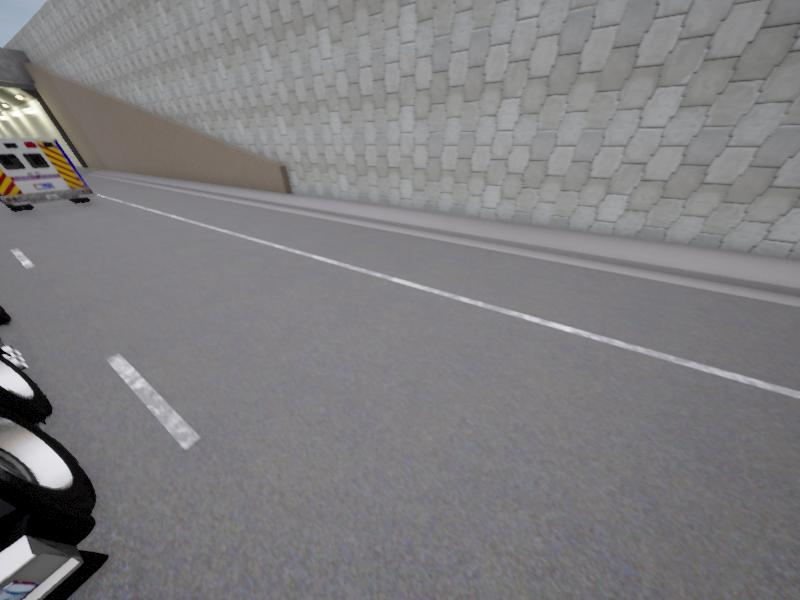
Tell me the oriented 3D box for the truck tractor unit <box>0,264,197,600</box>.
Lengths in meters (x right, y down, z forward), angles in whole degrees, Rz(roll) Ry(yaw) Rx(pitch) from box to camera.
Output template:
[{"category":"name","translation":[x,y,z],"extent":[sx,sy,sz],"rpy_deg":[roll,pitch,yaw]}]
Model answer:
[{"category":"truck tractor unit","translation":[-5.122,-0.285,0.785],"extent":[6.516,4.208,3.053],"rpy_deg":[18,39,24]}]

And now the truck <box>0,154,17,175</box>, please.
[{"category":"truck","translation":[-38.673,-13.319,20.282],"extent":[8.468,3.827,2.891],"rpy_deg":[18,39,24]}]

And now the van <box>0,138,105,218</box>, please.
[{"category":"van","translation":[-16.425,-5.530,10.041],"extent":[6.366,2.431,2.351],"rpy_deg":[18,39,24]}]
